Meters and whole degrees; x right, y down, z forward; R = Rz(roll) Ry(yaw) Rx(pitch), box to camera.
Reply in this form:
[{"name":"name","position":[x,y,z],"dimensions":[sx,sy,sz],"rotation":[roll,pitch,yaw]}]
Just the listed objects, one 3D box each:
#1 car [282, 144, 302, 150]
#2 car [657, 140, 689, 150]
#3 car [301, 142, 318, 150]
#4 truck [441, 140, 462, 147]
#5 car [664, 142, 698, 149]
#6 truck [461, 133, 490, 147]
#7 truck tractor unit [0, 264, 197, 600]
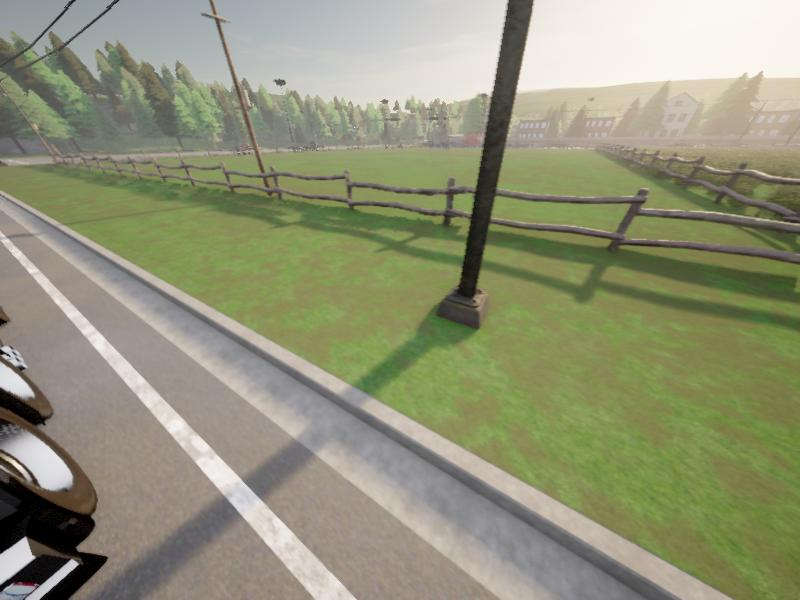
[{"name":"car","position":[-31.051,-44.086,66.480],"dimensions":[2.128,1.511,4.902],"rotation":[18,39,25]},{"name":"car","position":[60.943,-34.607,51.591],"dimensions":[3.866,1.878,1.905],"rotation":[18,39,25]},{"name":"car","position":[-24.915,-42.363,63.569],"dimensions":[1.905,1.878,3.866],"rotation":[18,39,25]},{"name":"truck","position":[17.506,-53.602,79.131],"dimensions":[6.274,2.098,2.390],"rotation":[18,39,25]},{"name":"car","position":[69.700,-38.506,57.462],"dimensions":[4.792,1.488,2.163],"rotation":[18,39,25]},{"name":"truck","position":[25.392,-54.035,78.164],"dimensions":[8.468,3.827,2.891],"rotation":[18,39,25]},{"name":"truck tractor unit","position":[-5.116,-0.294,0.786],"dimensions":[6.516,4.208,3.053],"rotation":[18,39,24]}]
